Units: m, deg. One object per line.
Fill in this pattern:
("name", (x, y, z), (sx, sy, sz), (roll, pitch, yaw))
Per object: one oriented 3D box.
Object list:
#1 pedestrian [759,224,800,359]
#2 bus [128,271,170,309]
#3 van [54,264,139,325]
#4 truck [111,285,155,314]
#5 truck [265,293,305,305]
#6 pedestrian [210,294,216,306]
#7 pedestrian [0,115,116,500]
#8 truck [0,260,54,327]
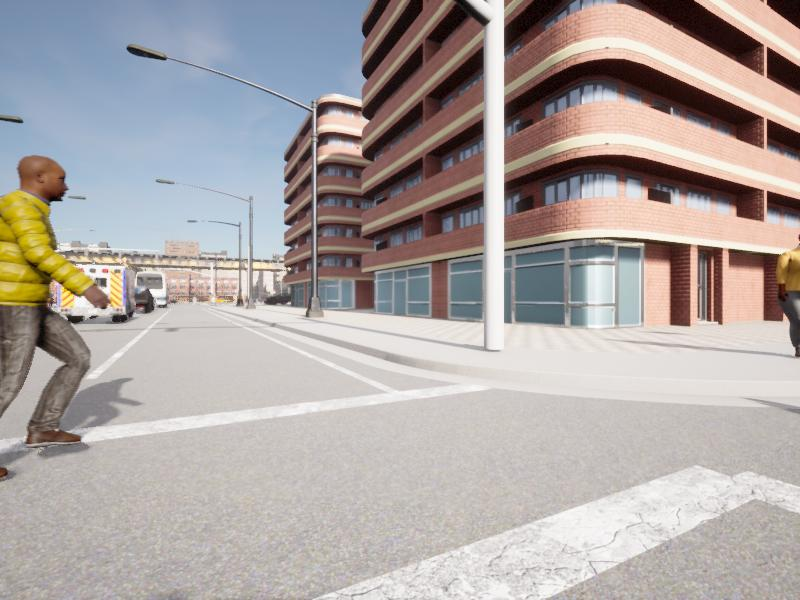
("pedestrian", (5.851, -0.115, 5.763), (0.751, 1.860, 0.751), (0, 0, 16))
("bus", (-31.599, -1.163, 50.831), (3.944, 4.253, 10.273), (0, 1, -28))
("van", (-14.172, -0.223, 19.156), (2.351, 2.431, 6.366), (0, 0, -29))
("truck", (-21.221, -0.059, 32.076), (2.390, 2.098, 6.274), (0, 0, -29))
("truck", (-20.145, -0.210, 70.222), (6.274, 2.098, 2.390), (-1, 0, -27))
("pedestrian", (-29.433, -0.014, 63.048), (0.751, 1.860, 0.751), (0, 0, -40))
("pedestrian", (-2.109, 0.037, 2.274), (0.751, 1.860, 0.751), (0, 0, -40))
("truck", (-16.753, -0.243, 16.576), (2.627, 2.467, 5.204), (0, 0, -28))
